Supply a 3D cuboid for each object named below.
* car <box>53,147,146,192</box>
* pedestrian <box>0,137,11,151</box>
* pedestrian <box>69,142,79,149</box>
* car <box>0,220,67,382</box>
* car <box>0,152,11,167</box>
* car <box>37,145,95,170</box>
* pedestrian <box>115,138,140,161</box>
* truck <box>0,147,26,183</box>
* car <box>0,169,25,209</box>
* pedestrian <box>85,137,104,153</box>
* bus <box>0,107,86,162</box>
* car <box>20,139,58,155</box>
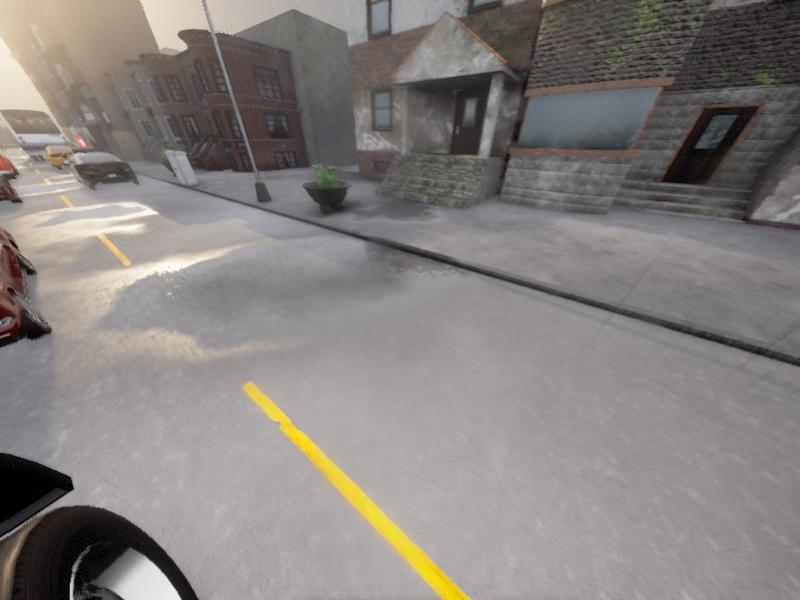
[{"bbox_3d":[-16.314,-7.194,12.513,5.238,1.638,1.930,22,41,28],"label":"car"},{"bbox_3d":[-64.806,-25.361,37.550,0.751,1.860,0.751,17,38,22],"label":"pedestrian"},{"bbox_3d":[-58.365,-27.689,41.372,0.500,1.100,0.500,28,43,33],"label":"pedestrian"},{"bbox_3d":[-6.650,-0.201,3.001,4.718,1.301,1.895,23,41,28],"label":"car"},{"bbox_3d":[-35.783,-12.557,19.704,3.866,1.878,1.905,23,41,28],"label":"car"},{"bbox_3d":[-27.763,-11.911,19.175,5.008,1.535,1.882,23,41,28],"label":"car"},{"bbox_3d":[-27.401,-15.164,23.283,0.751,1.860,0.751,20,40,26],"label":"pedestrian"},{"bbox_3d":[-25.362,-8.473,13.498,5.204,2.467,2.627,23,41,28],"label":"truck"},{"bbox_3d":[-16.750,-4.434,8.837,4.181,1.385,1.994,23,41,28],"label":"car"},{"bbox_3d":[-44.098,-22.372,33.334,0.751,1.860,0.751,20,40,25],"label":"pedestrian"},{"bbox_3d":[-39.488,-17.813,25.065,10.273,4.253,3.944,22,41,28],"label":"bus"},{"bbox_3d":[-49.655,-21.113,31.777,4.553,1.767,2.097,23,41,28],"label":"car"}]
